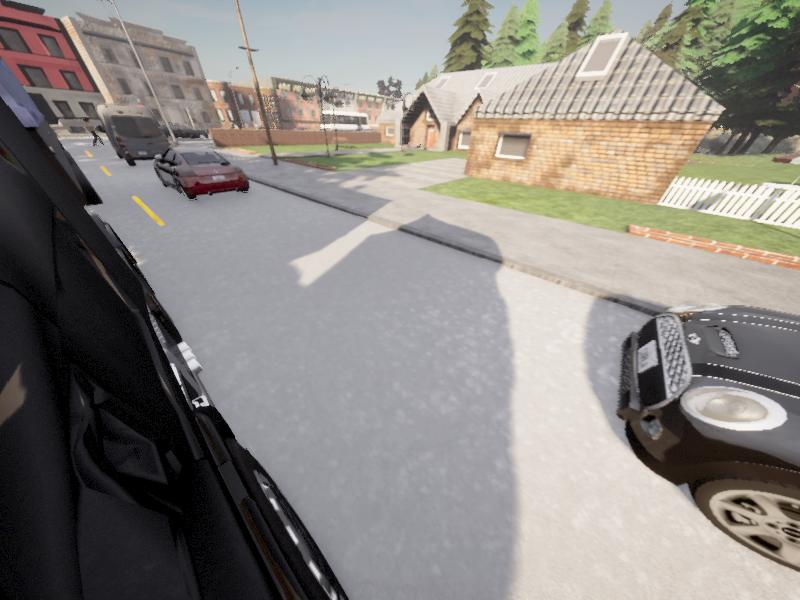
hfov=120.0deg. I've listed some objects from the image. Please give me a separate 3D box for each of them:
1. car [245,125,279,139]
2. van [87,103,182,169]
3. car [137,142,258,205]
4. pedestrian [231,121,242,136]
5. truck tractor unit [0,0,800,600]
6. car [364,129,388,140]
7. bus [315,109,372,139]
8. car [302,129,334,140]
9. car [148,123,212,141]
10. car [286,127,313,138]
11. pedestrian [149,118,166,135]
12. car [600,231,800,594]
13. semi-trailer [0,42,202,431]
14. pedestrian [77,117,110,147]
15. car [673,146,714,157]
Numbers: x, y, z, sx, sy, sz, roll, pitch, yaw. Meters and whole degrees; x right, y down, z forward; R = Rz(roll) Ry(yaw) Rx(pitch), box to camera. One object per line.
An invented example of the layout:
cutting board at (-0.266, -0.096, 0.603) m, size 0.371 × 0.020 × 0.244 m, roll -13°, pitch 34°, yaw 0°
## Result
car at (-21.639, -26.476, 36.402) m, size 1.851 × 1.617 × 3.988 m, roll 28°, pitch 44°, yaw 30°
van at (-15.000, -9.277, 13.021) m, size 5.915 × 2.561 × 1.988 m, roll 29°, pitch 44°, yaw 31°
car at (-7.431, -4.813, 8.487) m, size 4.181 × 1.385 × 1.994 m, roll 28°, pitch 43°, yaw 30°
pedestrian at (-26.285, -27.606, 37.204) m, size 0.751 × 1.860 × 0.751 m, roll -24°, pitch 44°, yaw -31°
truck tractor unit at (-2.645, -0.295, 0.351) m, size 6.516 × 4.208 × 3.053 m, roll 28°, pitch 44°, yaw 30°
car at (-4.837, -34.214, 47.724) m, size 2.242 × 1.667 × 4.611 m, roll 28°, pitch 44°, yaw 30°
bus at (-10.791, -34.764, 45.941) m, size 3.944 × 4.253 × 10.273 m, roll 28°, pitch 44°, yaw 30°
car at (-13.789, -28.035, 39.103) m, size 1.812 × 1.442 × 4.674 m, roll 28°, pitch 44°, yaw 30°
car at (-25.829, -19.848, 27.338) m, size 1.882 × 1.535 × 5.008 m, roll 28°, pitch 44°, yaw 30°
car at (-17.537, -29.233, 40.404) m, size 1.845 × 1.501 × 3.633 m, roll 28°, pitch 44°, yaw 30°
pedestrian at (-32.947, -23.614, 31.457) m, size 0.751 × 1.860 × 0.751 m, roll 25°, pitch 42°, yaw 27°
car at (3.769, 1.127, 1.135) m, size 3.806 × 1.475 × 1.970 m, roll 28°, pitch 44°, yaw 30°
semi-trailer at (-8.707, -3.593, 4.228) m, size 14.254 × 4.402 × 2.717 m, roll 28°, pitch 44°, yaw 30°
pedestrian at (-24.253, -13.240, 18.284) m, size 0.751 × 1.860 × 0.751 m, roll 28°, pitch 44°, yaw 30°
car at (59.355, -30.206, 46.835) m, size 4.902 × 1.511 × 2.128 m, roll 28°, pitch 44°, yaw 30°
